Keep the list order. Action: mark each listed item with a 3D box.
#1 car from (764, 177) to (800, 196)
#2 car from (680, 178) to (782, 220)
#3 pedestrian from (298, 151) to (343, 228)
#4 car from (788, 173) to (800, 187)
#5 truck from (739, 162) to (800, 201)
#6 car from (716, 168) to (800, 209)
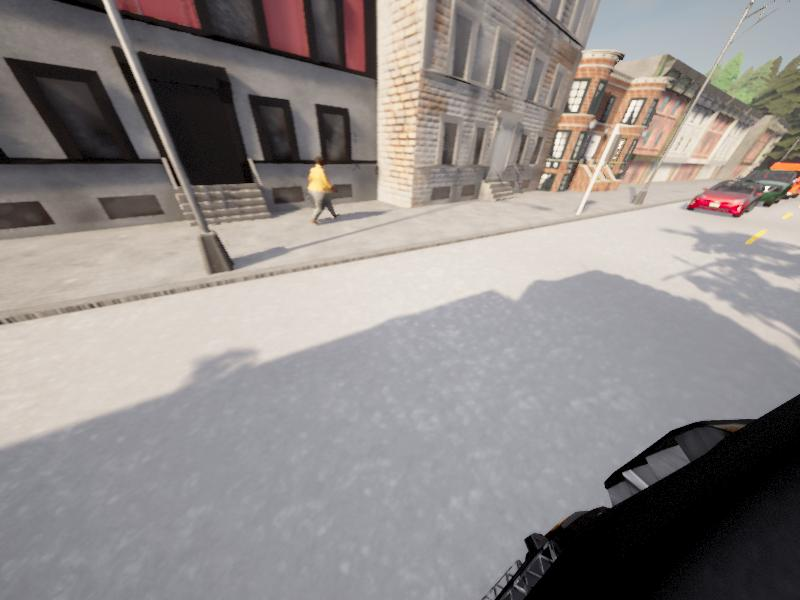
[{"bbox_3d":[38.885,-11.426,23.093,4.718,1.301,1.895,-16,38,-26],"label":"car"},{"bbox_3d":[17.514,-5.487,12.248,4.514,1.525,2.007,-16,38,-26],"label":"car"},{"bbox_3d":[-2.266,-3.184,6.699,0.751,1.860,0.751,-23,42,-34],"label":"pedestrian"},{"bbox_3d":[56.266,-16.410,31.790,4.792,1.488,2.163,-15,38,-26],"label":"car"},{"bbox_3d":[32.000,-9.973,19.296,5.204,2.467,2.627,-16,38,-26],"label":"truck"},{"bbox_3d":[24.612,-7.718,15.700,5.566,2.045,2.150,-16,38,-26],"label":"car"}]
